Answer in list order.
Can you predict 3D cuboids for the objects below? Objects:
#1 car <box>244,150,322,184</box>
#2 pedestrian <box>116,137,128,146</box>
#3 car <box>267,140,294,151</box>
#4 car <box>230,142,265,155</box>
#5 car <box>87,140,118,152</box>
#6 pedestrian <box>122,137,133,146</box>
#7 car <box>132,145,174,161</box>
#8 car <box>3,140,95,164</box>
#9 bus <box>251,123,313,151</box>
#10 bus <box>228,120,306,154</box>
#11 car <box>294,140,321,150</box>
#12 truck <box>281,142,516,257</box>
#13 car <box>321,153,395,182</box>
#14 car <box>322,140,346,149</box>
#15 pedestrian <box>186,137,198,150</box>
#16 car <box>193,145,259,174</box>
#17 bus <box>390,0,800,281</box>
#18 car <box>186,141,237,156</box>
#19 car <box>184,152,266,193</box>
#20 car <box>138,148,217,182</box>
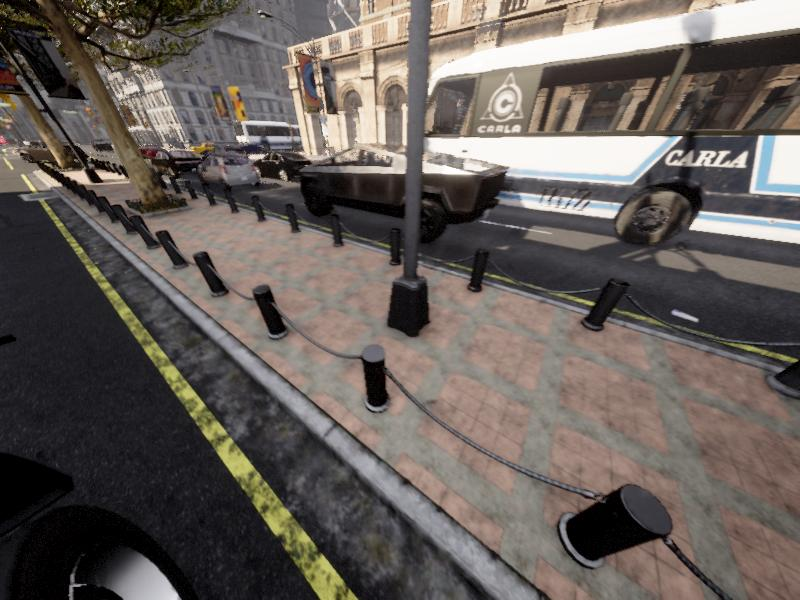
[{"bbox_3d":[-7.480,-8.563,14.694,4.892,1.490,1.837,22,41,28],"label":"car"},{"bbox_3d":[-66.177,-37.773,54.999,0.751,1.860,0.751,15,38,19],"label":"pedestrian"},{"bbox_3d":[-22.925,-29.804,44.597,1.851,1.617,3.988,22,40,27],"label":"car"},{"bbox_3d":[-22.765,-22.803,34.712,1.789,1.549,3.705,22,41,27],"label":"car"},{"bbox_3d":[-49.820,-25.789,38.637,5.238,1.638,1.930,22,41,28],"label":"car"},{"bbox_3d":[-66.991,-39.059,56.817,0.751,1.860,0.751,16,38,20],"label":"pedestrian"},{"bbox_3d":[-28.394,-16.991,26.579,4.181,1.385,1.994,22,41,28],"label":"car"},{"bbox_3d":[-33.261,-14.138,22.048,4.605,1.855,1.932,-1,34,-2],"label":"car"},{"bbox_3d":[-23.823,-33.557,47.620,3.944,4.253,10.273,22,41,28],"label":"bus"},{"bbox_3d":[-22.241,-28.016,39.771,3.944,4.253,10.273,22,40,27],"label":"bus"},{"bbox_3d":[-19.373,-32.779,48.794,2.242,1.667,4.611,22,40,27],"label":"car"},{"bbox_3d":[-0.369,-3.467,7.004,6.274,2.098,2.390,22,41,28],"label":"truck"},{"bbox_3d":[-2.836,-8.883,15.353,4.718,1.301,1.895,22,41,28],"label":"car"},{"bbox_3d":[-15.300,-36.105,53.574,1.930,1.638,5.238,22,41,28],"label":"car"},{"bbox_3d":[-37.096,-27.822,41.136,0.751,1.860,0.751,21,40,27],"label":"pedestrian"},{"bbox_3d":[-13.673,-11.129,18.166,4.856,1.649,2.033,22,41,28],"label":"car"},{"bbox_3d":[5.059,-4.513,6.659,10.273,4.253,3.944,22,40,28],"label":"bus"},{"bbox_3d":[-27.639,-22.435,34.126,1.801,1.575,5.366,24,42,30],"label":"car"},{"bbox_3d":[-9.204,-6.819,12.174,3.633,1.501,1.845,22,41,28],"label":"car"},{"bbox_3d":[-14.720,-9.046,15.302,4.902,1.511,2.128,22,41,28],"label":"car"}]
